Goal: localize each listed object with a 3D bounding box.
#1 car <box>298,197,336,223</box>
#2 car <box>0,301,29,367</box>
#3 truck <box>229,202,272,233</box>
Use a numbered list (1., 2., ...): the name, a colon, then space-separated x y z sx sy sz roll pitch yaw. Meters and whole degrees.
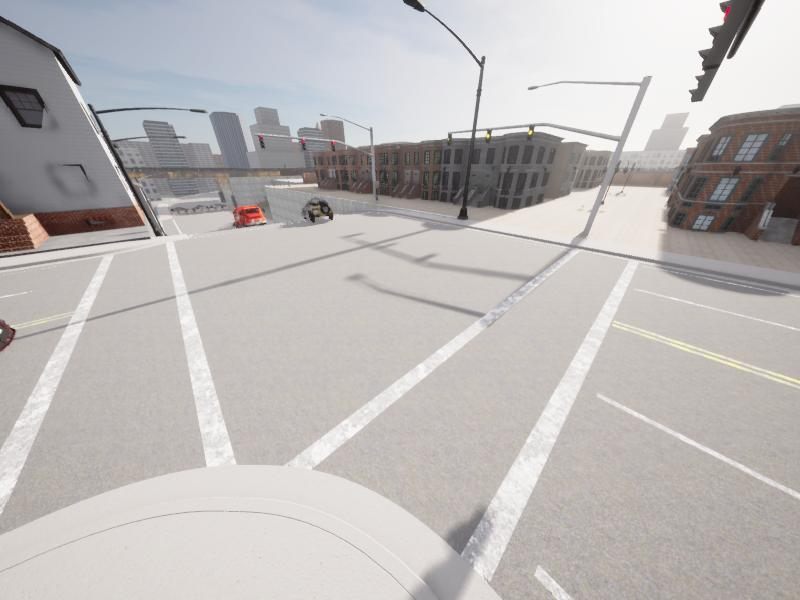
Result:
1. car: -7.722 -8.343 21.232 1.932 1.855 4.605 -17 29 -27
2. car: -11.599 1.387 4.540 1.994 1.385 4.181 24 38 35
3. truck: -17.447 -9.513 26.844 2.627 2.467 5.204 -27 26 -37
